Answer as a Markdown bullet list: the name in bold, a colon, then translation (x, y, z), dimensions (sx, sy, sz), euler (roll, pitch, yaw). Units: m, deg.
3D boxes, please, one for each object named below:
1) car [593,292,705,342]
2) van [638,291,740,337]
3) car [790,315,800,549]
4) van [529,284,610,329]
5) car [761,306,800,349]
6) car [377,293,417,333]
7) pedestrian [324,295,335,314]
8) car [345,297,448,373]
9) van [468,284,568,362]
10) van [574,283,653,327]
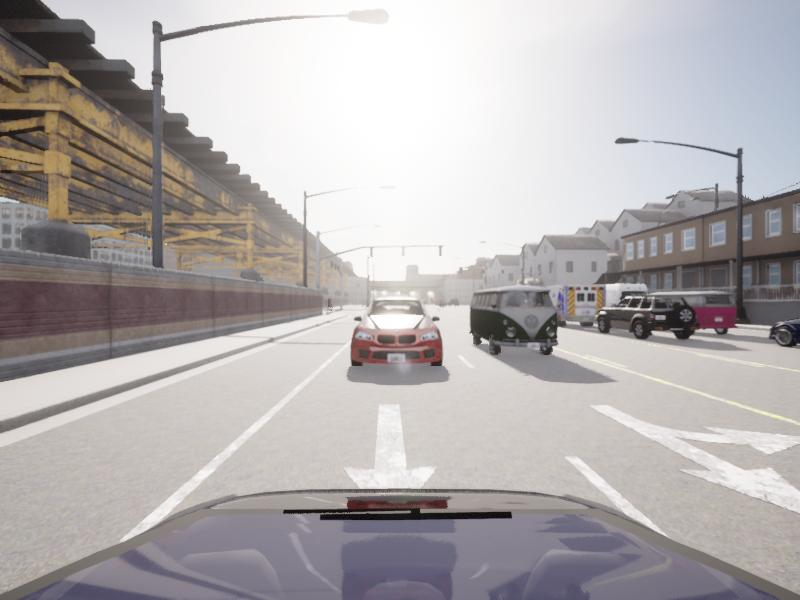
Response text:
- **car**: translation (10.377, 0.641, 17.176), dimensions (1.932, 1.855, 4.605), euler (0, 0, 0)
- **van**: translation (13.853, 0.582, 19.566), dimensions (1.775, 1.987, 4.442), euler (0, 0, 0)
- **car**: translation (3.491, 0.844, 0.172), dimensions (1.837, 1.490, 4.892), euler (0, 0, -1)
- **van**: translation (10.325, 0.361, 25.150), dimensions (2.351, 2.431, 6.366), euler (0, 0, 0)
- **car**: translation (13.903, 0.899, 12.237), dimensions (1.994, 1.385, 4.181), euler (0, 0, 0)
- **car**: translation (-0.150, 0.633, 21.181), dimensions (1.905, 1.878, 3.866), euler (0, 0, 0)
- **pedestrian**: translation (-7.129, 0.461, 40.385), dimensions (0.751, 1.860, 0.751), euler (0, 0, 30)
- **car**: translation (-0.081, 0.746, 11.049), dimensions (2.242, 1.667, 4.611), euler (0, 0, 0)
- **van**: translation (3.411, 0.591, 12.471), dimensions (1.775, 1.987, 4.442), euler (0, 0, 0)
- **van**: translation (13.804, 0.305, 26.404), dimensions (1.988, 2.561, 5.915), euler (0, 0, 0)
